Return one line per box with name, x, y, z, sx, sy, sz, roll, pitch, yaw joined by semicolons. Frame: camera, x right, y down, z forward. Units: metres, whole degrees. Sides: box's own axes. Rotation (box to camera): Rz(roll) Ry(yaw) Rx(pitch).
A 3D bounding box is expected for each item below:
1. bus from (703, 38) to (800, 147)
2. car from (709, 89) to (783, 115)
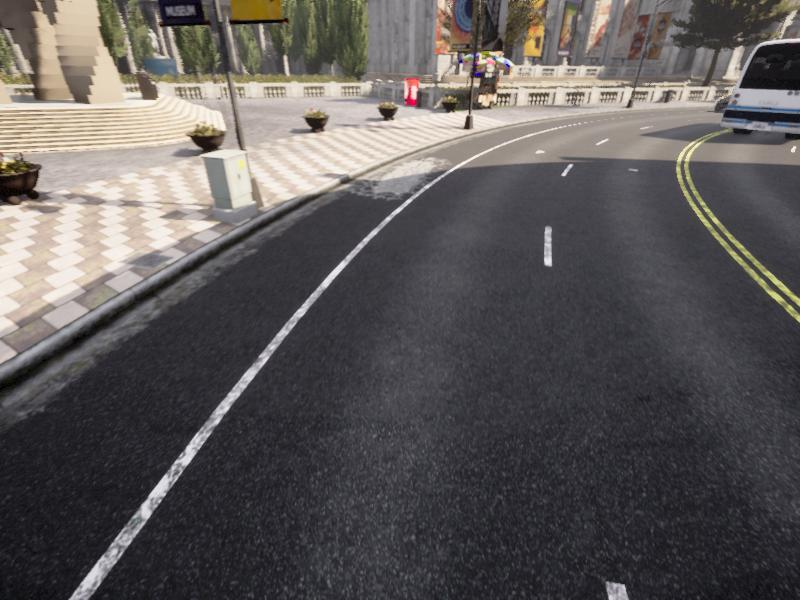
bus;21.149;-11.245;21.463;10.273;4.253;3.944;-22;37;-33
car;27.864;-15.989;32.266;4.611;1.667;2.242;-12;33;-21
